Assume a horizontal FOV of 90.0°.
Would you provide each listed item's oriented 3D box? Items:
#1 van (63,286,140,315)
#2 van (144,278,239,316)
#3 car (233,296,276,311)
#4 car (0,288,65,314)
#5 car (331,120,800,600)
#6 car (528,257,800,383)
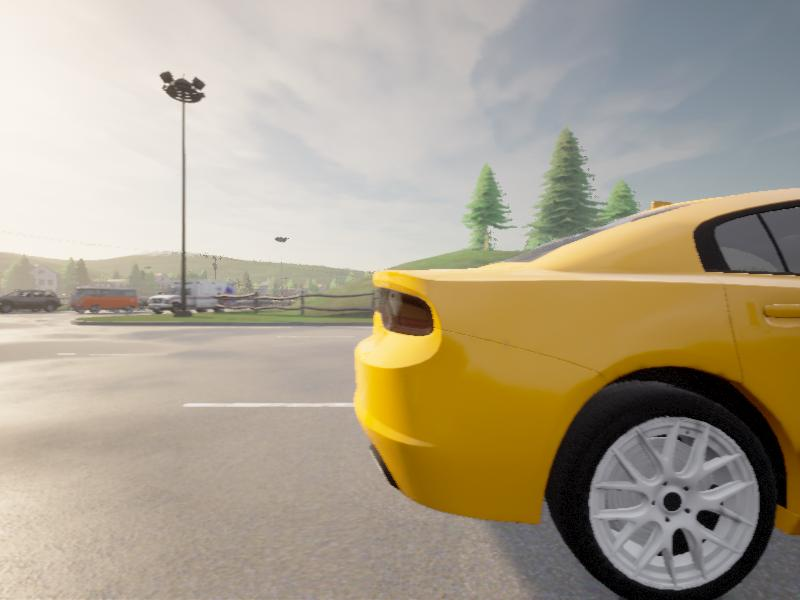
[{"bbox_3d":[-22.340,0.022,30.155,1.775,1.987,4.442,0,0,19],"label":"van"},{"bbox_3d":[-15.130,-0.203,29.593,2.351,2.431,6.366,0,0,19],"label":"van"},{"bbox_3d":[-14.866,0.330,41.072,1.994,1.385,4.181,0,0,19],"label":"car"},{"bbox_3d":[-29.370,0.078,31.218,1.932,1.855,4.605,0,0,19],"label":"car"},{"bbox_3d":[2.272,0.224,2.228,5.008,1.535,1.882,0,0,-1],"label":"car"},{"bbox_3d":[3.992,0.229,5.812,3.633,1.501,1.845,0,0,-3],"label":"car"}]
